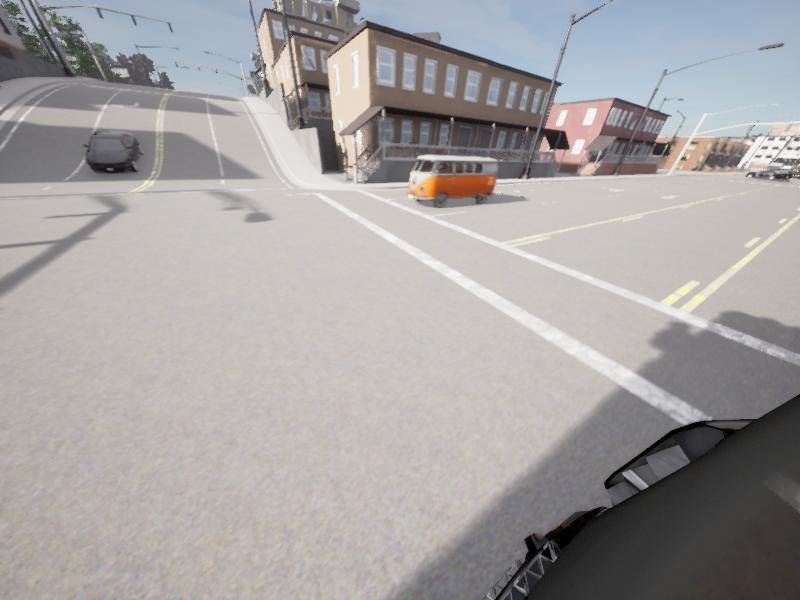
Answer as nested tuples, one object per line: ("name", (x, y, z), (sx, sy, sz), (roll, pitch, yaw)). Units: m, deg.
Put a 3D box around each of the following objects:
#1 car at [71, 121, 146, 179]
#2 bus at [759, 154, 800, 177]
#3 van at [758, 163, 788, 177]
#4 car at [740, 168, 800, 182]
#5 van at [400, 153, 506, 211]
("car", (-17.790, -9.412, 14.382), (1.882, 1.535, 5.008), (-17, 54, -27))
("bus", (92.411, -32.257, 55.509), (10.273, 4.253, 3.944), (-16, 38, -26))
("van", (82.052, -28.671, 50.868), (5.915, 2.561, 1.988), (-16, 38, -26))
("car", (61.845, -21.070, 38.782), (1.930, 1.638, 5.238), (4, 33, 2))
("van", (2.413, -5.555, 10.752), (4.442, 1.987, 1.775), (-16, 38, -26))
